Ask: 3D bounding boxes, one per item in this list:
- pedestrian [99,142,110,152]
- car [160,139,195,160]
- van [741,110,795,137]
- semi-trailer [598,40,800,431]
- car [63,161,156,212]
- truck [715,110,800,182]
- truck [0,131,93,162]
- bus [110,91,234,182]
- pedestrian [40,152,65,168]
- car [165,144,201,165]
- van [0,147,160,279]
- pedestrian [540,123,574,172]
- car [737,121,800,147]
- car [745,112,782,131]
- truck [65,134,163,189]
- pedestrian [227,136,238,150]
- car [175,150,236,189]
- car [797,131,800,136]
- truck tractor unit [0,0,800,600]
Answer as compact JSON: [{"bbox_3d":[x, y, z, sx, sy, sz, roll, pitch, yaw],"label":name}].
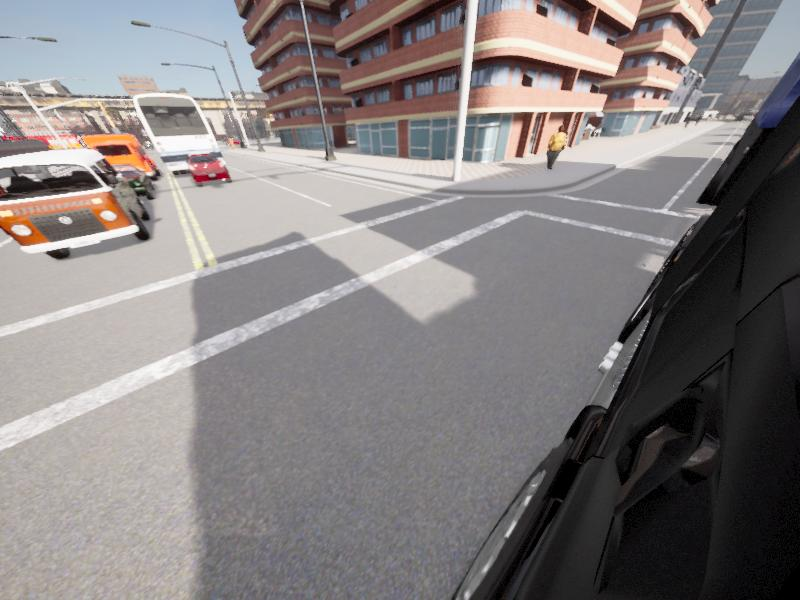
[{"bbox_3d":[-67.120,-34.739,52.487,0.751,1.860,0.751,27,46,34],"label":"pedestrian"},{"bbox_3d":[-28.889,-19.590,29.946,2.150,2.045,5.566,-31,45,-32],"label":"car"},{"bbox_3d":[37.537,-18.109,23.712,4.480,2.038,2.069,-28,44,-30],"label":"van"},{"bbox_3d":[8.694,-3.611,4.228,14.254,4.402,2.717,-28,44,-30],"label":"semi-trailer"},{"bbox_3d":[-12.796,-5.352,10.536,1.895,1.301,4.718,-29,44,-31],"label":"car"},{"bbox_3d":[16.568,-6.902,10.049,6.274,2.098,2.390,-28,44,-30],"label":"truck"},{"bbox_3d":[-59.784,-26.030,39.036,8.468,3.827,2.891,-28,44,-30],"label":"truck"},{"bbox_3d":[-16.736,-12.150,17.397,3.944,4.253,10.273,-29,44,-30],"label":"bus"},{"bbox_3d":[-36.582,-14.747,24.309,0.751,1.300,0.751,-26,43,-28],"label":"pedestrian"},{"bbox_3d":[-23.712,-15.939,25.172,2.038,1.542,4.974,-30,45,-31],"label":"car"},{"bbox_3d":[-8.301,-2.639,6.005,2.069,2.038,4.480,-29,44,-31],"label":"van"},{"bbox_3d":[7.294,-7.113,10.831,0.751,1.860,0.751,16,41,23],"label":"pedestrian"},{"bbox_3d":[27.961,-12.698,17.663,4.181,1.385,1.994,-28,44,-30],"label":"car"},{"bbox_3d":[48.615,-23.983,30.971,4.605,1.855,1.932,-28,44,-30],"label":"car"},{"bbox_3d":[-17.610,-8.977,14.705,2.627,2.467,5.204,-29,44,-30],"label":"truck"},{"bbox_3d":[-28.448,-26.649,39.206,0.751,1.860,0.751,-16,39,-17],"label":"pedestrian"},{"bbox_3d":[-11.121,-7.537,13.150,1.845,1.501,3.633,-29,44,-30],"label":"car"},{"bbox_3d":[39.668,-16.448,21.478,3.866,1.878,1.905,-28,44,-30],"label":"car"},{"bbox_3d":[2.645,-0.295,0.352,6.516,4.208,3.053,-28,44,-30],"label":"truck tractor unit"}]
